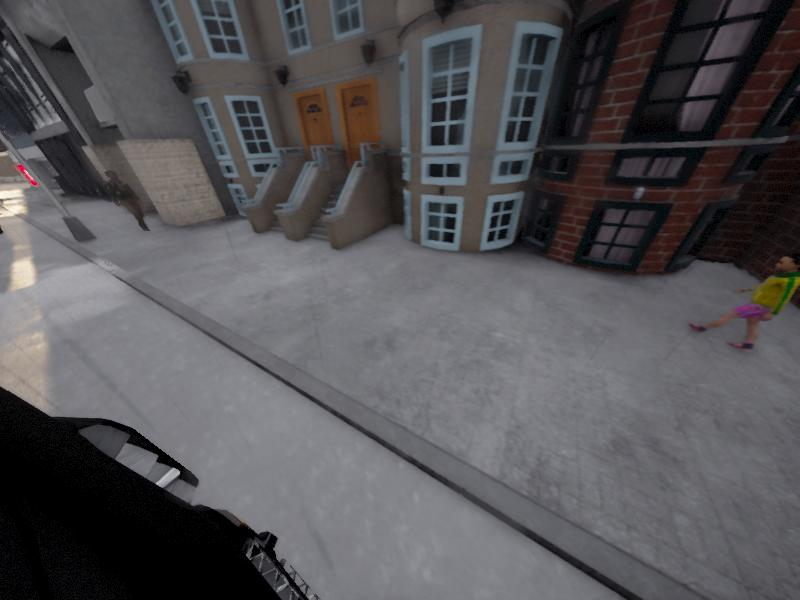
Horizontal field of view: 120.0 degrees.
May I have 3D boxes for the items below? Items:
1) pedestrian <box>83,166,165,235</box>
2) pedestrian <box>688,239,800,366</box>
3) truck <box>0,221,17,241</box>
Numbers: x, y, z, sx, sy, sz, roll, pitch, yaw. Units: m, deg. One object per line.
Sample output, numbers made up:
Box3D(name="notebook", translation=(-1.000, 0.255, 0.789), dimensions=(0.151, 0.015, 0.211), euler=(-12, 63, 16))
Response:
Box3D(name="pedestrian", translation=(-8.599, -3.119, 7.283), dimensions=(0.751, 1.860, 0.751), euler=(17, 39, 27))
Box3D(name="pedestrian", translation=(3.750, 0.033, 2.374), dimensions=(0.500, 1.100, 0.500), euler=(-21, 38, -25))
Box3D(name="truck", translation=(-17.971, -4.100, 7.889), dimensions=(8.468, 3.827, 2.891), euler=(16, 38, 26))
